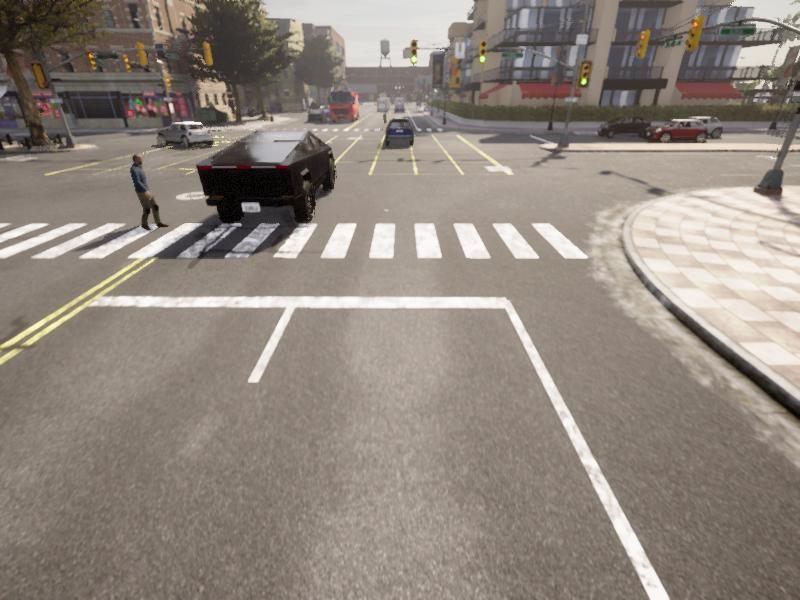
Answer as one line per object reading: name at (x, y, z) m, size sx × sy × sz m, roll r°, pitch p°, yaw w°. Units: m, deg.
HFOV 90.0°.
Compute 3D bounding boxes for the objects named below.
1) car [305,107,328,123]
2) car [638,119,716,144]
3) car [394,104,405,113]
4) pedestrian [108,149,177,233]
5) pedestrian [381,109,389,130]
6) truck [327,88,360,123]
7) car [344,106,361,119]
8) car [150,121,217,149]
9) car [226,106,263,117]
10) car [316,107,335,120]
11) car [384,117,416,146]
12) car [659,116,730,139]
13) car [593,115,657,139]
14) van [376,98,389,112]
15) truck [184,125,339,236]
car at (-10.554, -23.521, 50.826) m, size 1.930 × 1.638 × 5.238 m, roll -1°, pitch 27°, yaw -1°
car at (19.472, -11.958, 28.281) m, size 3.806 × 1.475 × 1.970 m, roll 0°, pitch 27°, yaw 0°
car at (-0.081, -37.106, 77.570) m, size 1.994 × 1.385 × 4.181 m, roll 0°, pitch 27°, yaw 0°
pedestrian at (-6.225, -2.655, 9.771) m, size 0.751 × 1.860 × 0.751 m, roll -3°, pitch 27°, yaw -6°
pedestrian at (-1.446, -17.375, 38.487) m, size 0.751 × 1.860 × 0.751 m, roll 0°, pitch 27°, yaw 1°
truck at (-7.061, -25.115, 51.526) m, size 2.891 × 3.827 × 8.468 m, roll 0°, pitch 27°, yaw 0°
car at (-7.062, -28.162, 59.935) m, size 1.801 × 1.575 × 5.366 m, roll 0°, pitch 27°, yaw 0°
car at (-14.564, -11.175, 26.923) m, size 3.806 × 1.475 × 1.970 m, roll 15°, pitch 31°, yaw 27°
car at (-25.369, -30.906, 65.439) m, size 4.974 × 1.542 × 2.038 m, roll 0°, pitch 27°, yaw 1°
car at (-10.558, -26.505, 56.868) m, size 1.812 × 1.442 × 4.674 m, roll 0°, pitch 27°, yaw 0°
car at (-0.028, -11.816, 27.922) m, size 2.033 × 1.649 × 4.856 m, roll 0°, pitch 25°, yaw 0°
car at (22.986, -13.553, 31.377) m, size 3.806 × 1.475 × 1.970 m, roll 0°, pitch 27°, yaw 1°
car at (17.553, -13.588, 31.388) m, size 3.705 × 1.549 × 1.789 m, roll 0°, pitch 27°, yaw 0°
van at (-3.586, -40.555, 83.173) m, size 2.351 × 2.431 × 6.366 m, roll 0°, pitch 27°, yaw 0°
truck at (-3.508, -3.906, 11.994) m, size 2.390 × 2.098 × 6.274 m, roll 0°, pitch 27°, yaw 0°
